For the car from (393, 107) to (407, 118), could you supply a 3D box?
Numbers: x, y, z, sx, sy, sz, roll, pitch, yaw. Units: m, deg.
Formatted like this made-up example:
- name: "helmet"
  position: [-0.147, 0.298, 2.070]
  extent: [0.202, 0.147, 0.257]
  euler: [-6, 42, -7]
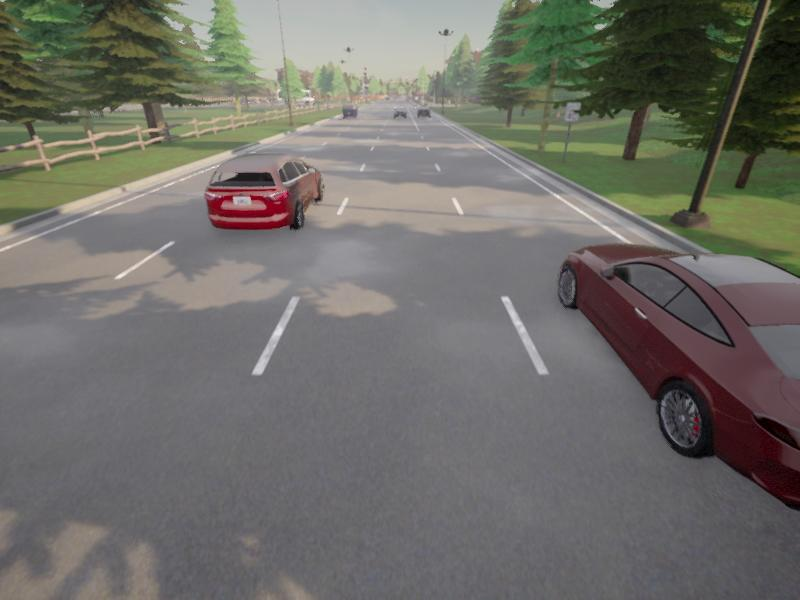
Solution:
- name: "car"
  position: [0.025, -27.695, 59.158]
  extent: [1.895, 1.301, 4.718]
  euler: [0, 27, 0]

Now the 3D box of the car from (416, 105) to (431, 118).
- name: "car"
  position: [3.525, -28.586, 60.512]
  extent: [1.930, 1.638, 5.238]
  euler: [0, 27, 0]

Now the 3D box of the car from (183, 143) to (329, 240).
- name: "car"
  position: [-3.549, -3.212, 11.068]
  extent: [2.242, 1.667, 4.611]
  euler: [0, 27, 1]

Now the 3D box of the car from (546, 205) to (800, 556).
- name: "car"
  position: [3.504, 0.180, 4.699]
  extent: [1.812, 1.442, 4.674]
  euler: [0, 27, 0]

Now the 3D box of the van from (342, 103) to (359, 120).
- name: "van"
  position: [-6.977, -26.665, 56.407]
  extent: [1.775, 1.987, 4.442]
  euler: [0, 27, 0]
